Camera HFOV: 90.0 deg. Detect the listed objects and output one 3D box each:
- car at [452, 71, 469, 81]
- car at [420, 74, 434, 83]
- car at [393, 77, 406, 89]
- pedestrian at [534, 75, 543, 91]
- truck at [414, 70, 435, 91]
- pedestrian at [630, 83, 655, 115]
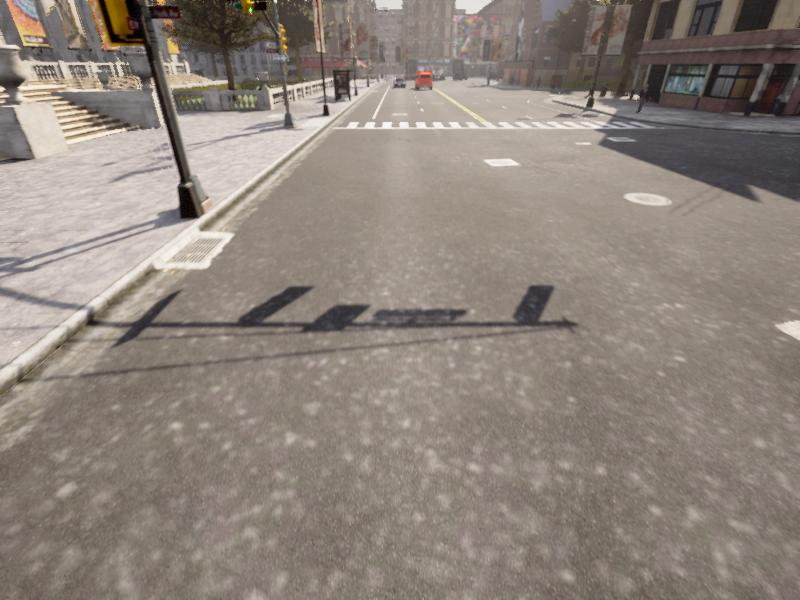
[{"bbox_3d":[13.858,-51.099,91.289,1.932,1.855,4.605,18,35,28],"label":"car"},{"bbox_3d":[5.570,-45.832,82.719,2.007,1.525,4.514,8,31,13],"label":"car"},{"bbox_3d":[-0.040,-33.124,61.032,1.970,1.475,3.806,0,30,0],"label":"car"},{"bbox_3d":[18.541,-28.995,53.553,0.751,1.860,0.751,0,30,0],"label":"pedestrian"},{"bbox_3d":[3.463,-31.274,56.889,2.627,2.467,5.204,0,30,0],"label":"truck"},{"bbox_3d":[16.102,-13.354,26.572,0.751,1.860,0.751,3,30,5],"label":"pedestrian"}]
